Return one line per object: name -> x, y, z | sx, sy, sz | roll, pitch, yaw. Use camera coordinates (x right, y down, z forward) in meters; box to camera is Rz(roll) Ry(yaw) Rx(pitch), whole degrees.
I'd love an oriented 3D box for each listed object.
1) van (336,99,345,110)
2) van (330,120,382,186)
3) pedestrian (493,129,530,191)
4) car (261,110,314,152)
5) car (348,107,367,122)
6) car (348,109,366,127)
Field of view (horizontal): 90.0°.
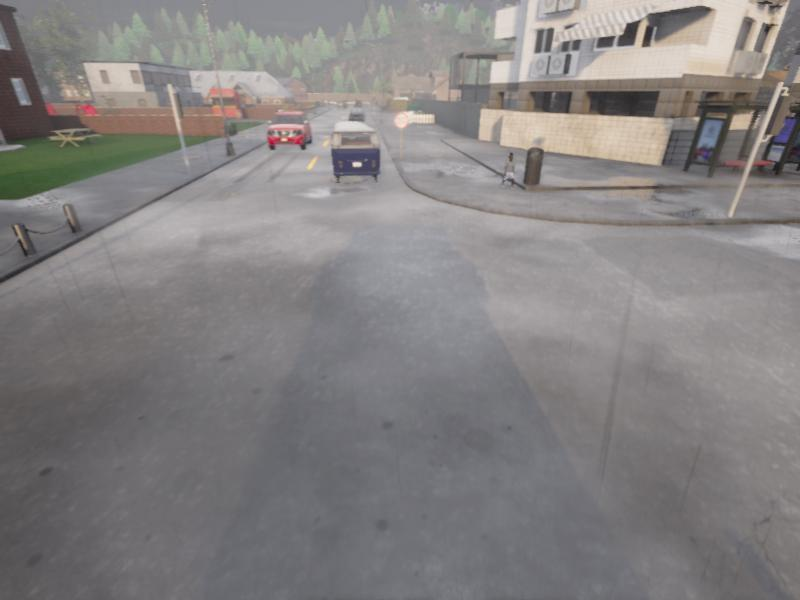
van -> -13.133, -43.435, 88.803 | 1.775, 1.987, 4.442 | -2, 27, -5
van -> -1.875, -6.135, 16.353 | 1.775, 1.987, 4.442 | -4, 27, -8
pedestrian -> 3.731, -4.722, 13.505 | 0.751, 1.860, 0.751 | -4, 27, -8
car -> -6.876, -10.753, 25.228 | 2.150, 2.045, 5.566 | -2, 27, -5
car -> -5.379, -23.640, 50.930 | 2.163, 1.488, 4.792 | -2, 27, -5
car -> -4.679, -19.987, 43.815 | 1.837, 1.490, 4.892 | -2, 27, -5
